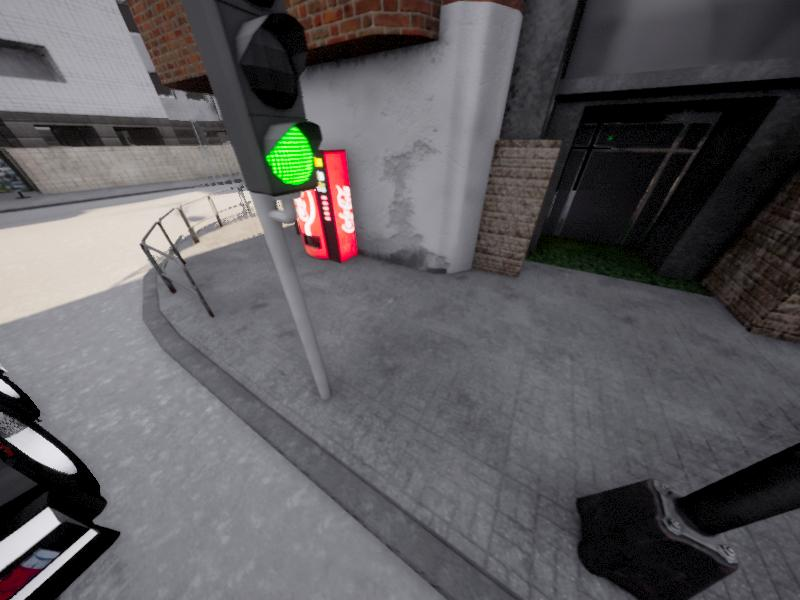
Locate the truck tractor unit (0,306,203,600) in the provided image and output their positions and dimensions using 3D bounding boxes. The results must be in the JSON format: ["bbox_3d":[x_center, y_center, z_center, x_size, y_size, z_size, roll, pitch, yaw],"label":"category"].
[{"bbox_3d":[-5.177,-0.228,0.676,6.516,4.208,3.053,15,38,21],"label":"truck tractor unit"}]
